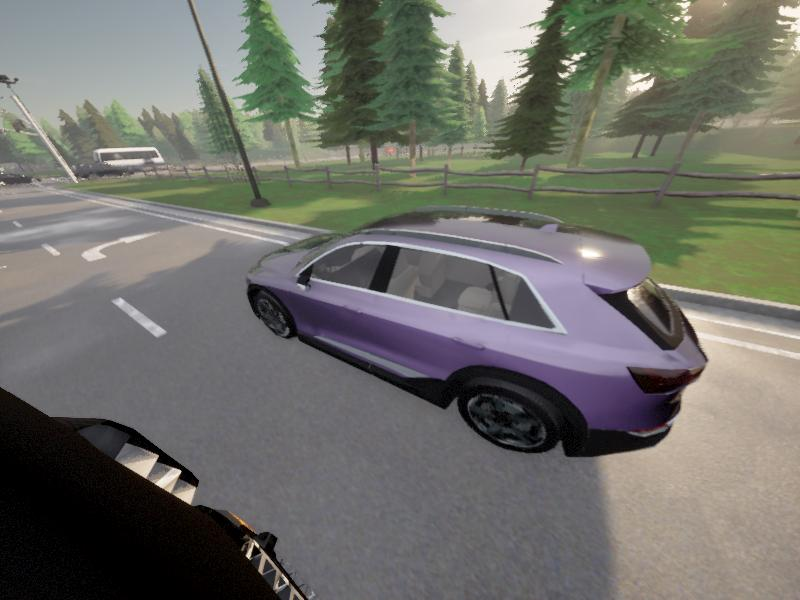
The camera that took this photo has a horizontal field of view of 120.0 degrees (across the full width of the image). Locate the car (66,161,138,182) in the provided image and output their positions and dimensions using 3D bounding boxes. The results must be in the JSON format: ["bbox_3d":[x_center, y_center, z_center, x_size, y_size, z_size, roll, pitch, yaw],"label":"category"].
[{"bbox_3d":[-41.498,-18.059,32.420,2.150,2.045,5.566,16,38,27],"label":"car"}]

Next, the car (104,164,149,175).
[{"bbox_3d":[-53.758,-25.777,45.582,2.033,1.411,5.357,16,38,25],"label":"car"}]

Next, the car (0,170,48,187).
[{"bbox_3d":[-49.943,-15.506,29.609,1.837,1.490,4.892,1,33,8],"label":"car"}]

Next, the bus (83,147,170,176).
[{"bbox_3d":[-55.742,-28.809,47.710,3.944,4.253,10.273,16,39,25],"label":"bus"}]

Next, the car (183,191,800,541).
[{"bbox_3d":[0.066,-0.221,2.840,4.856,1.649,2.033,15,37,26],"label":"car"}]

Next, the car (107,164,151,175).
[{"bbox_3d":[-51.019,-24.662,43.606,1.837,1.490,4.892,16,38,25],"label":"car"}]
